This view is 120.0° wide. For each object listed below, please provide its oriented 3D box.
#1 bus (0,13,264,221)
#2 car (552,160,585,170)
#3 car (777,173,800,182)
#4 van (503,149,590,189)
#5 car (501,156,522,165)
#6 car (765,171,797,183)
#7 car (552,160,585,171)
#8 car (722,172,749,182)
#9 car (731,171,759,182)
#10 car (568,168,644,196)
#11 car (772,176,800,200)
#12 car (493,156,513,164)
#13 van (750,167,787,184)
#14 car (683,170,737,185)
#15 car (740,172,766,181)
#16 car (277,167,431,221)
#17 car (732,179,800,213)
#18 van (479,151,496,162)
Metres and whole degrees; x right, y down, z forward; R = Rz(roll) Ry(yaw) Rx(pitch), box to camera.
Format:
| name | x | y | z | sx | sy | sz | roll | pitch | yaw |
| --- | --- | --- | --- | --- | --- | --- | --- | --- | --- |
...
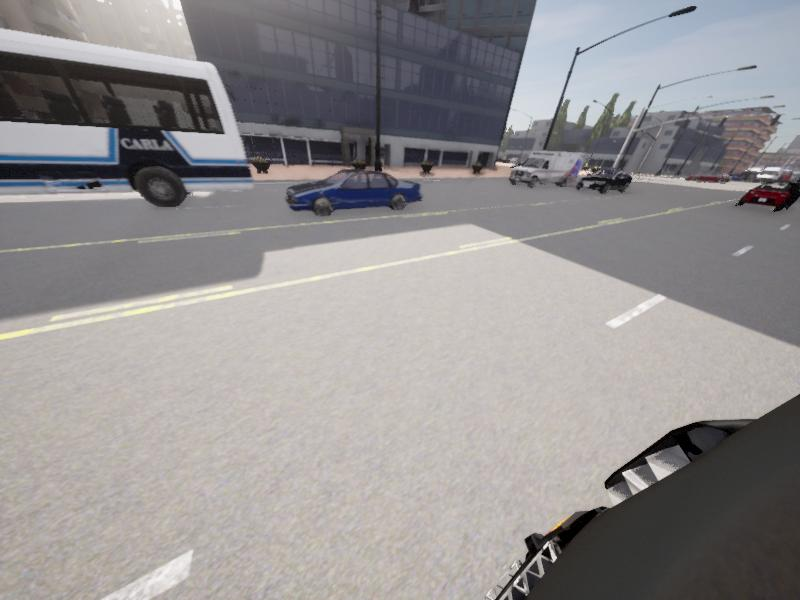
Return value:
| name | x | y | z | sx | sy | sz | roll | pitch | yaw |
| --- | --- | --- | --- | --- | --- | --- | --- | --- | --- |
| bus | -10.720 | -5.260 | 7.194 | 10.273 | 4.253 | 3.944 | -15 | 37 | -25 |
| car | 36.018 | -28.976 | 49.640 | 2.033 | 1.411 | 5.357 | -14 | 37 | -25 |
| car | 88.173 | -27.855 | 52.443 | 4.674 | 1.442 | 1.812 | -16 | 38 | -24 |
| van | 11.808 | -10.546 | 18.647 | 6.366 | 2.431 | 2.351 | -15 | 37 | -25 |
| car | 29.105 | -36.487 | 60.382 | 2.007 | 1.525 | 4.514 | -11 | 36 | -21 |
| car | 79.051 | -25.587 | 47.950 | 5.566 | 2.045 | 2.150 | -15 | 38 | -25 |
| car | 33.909 | -27.238 | 46.637 | 1.882 | 1.535 | 5.008 | -14 | 37 | -25 |
| car | 64.577 | -23.755 | 44.482 | 4.193 | 1.474 | 1.816 | -14 | 37 | -25 |
| car | 70.698 | -25.391 | 47.391 | 5.238 | 1.638 | 1.930 | -15 | 37 | -25 |
| car | 15.424 | -8.923 | 17.320 | 4.902 | 1.511 | 2.128 | -15 | 37 | -25 |
| car | 35.713 | -9.909 | 20.379 | 5.238 | 1.638 | 1.930 | -15 | 37 | -25 |
| car | 26.048 | -35.556 | 58.605 | 1.816 | 1.474 | 4.193 | -14 | 37 | -25 |
| van | 66.925 | -22.600 | 41.972 | 5.915 | 2.561 | 1.988 | -14 | 37 | -25 |
| car | 45.154 | -17.979 | 33.820 | 4.181 | 1.385 | 1.994 | 23 | 38 | 27 |
| car | 77.407 | -27.151 | 50.640 | 5.008 | 1.535 | 1.882 | -15 | 38 | -25 |
| car | -1.645 | -4.362 | 9.165 | 5.357 | 1.411 | 2.033 | -15 | 37 | -25 |
| car | 23.462 | -6.633 | 14.543 | 4.193 | 1.474 | 1.816 | -15 | 37 | -25 |
| van | 25.988 | -42.721 | 68.573 | 1.988 | 2.561 | 5.915 | -1 | 33 | -7 |
